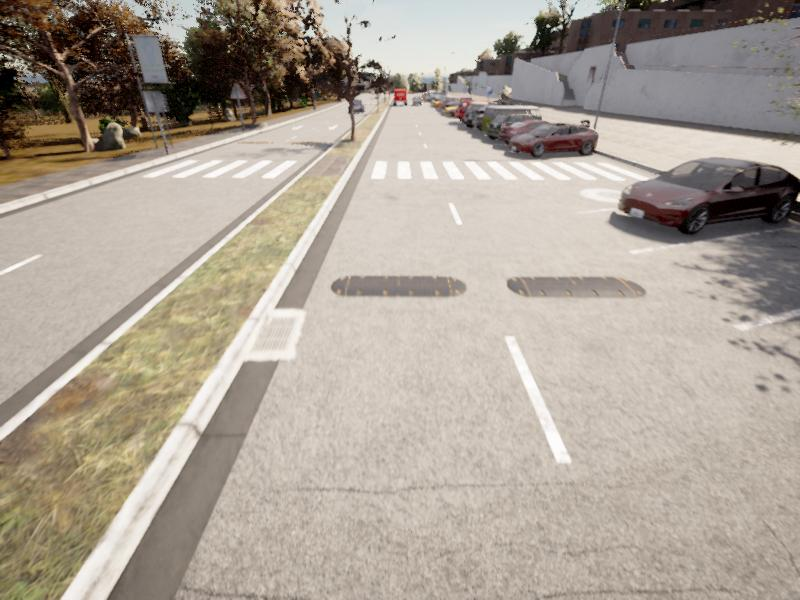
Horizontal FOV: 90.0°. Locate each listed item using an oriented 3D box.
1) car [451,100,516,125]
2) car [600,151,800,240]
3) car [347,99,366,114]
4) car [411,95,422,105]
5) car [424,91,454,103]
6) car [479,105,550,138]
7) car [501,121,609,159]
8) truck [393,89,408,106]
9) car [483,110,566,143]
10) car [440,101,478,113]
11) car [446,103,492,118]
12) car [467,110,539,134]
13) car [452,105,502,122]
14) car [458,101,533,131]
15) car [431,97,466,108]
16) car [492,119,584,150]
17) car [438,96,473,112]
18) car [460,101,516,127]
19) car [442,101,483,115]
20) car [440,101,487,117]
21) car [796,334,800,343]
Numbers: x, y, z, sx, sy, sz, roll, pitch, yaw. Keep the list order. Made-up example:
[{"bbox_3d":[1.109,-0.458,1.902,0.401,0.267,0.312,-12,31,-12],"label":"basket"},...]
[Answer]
[{"bbox_3d":[8.140,-18.476,39.336,5.566,2.045,2.435,-9,29,-18],"label":"car"},{"bbox_3d":[8.057,-2.835,10.349,4.792,1.488,2.163,-9,30,-18],"label":"car"},{"bbox_3d":[-5.749,-26.078,53.804,2.033,1.649,4.856,0,28,0],"label":"car"},{"bbox_3d":[3.074,-36.499,73.067,1.845,1.501,3.633,0,29,0],"label":"car"},{"bbox_3d":[8.184,-42.632,83.936,5.566,2.045,2.435,-9,30,-18],"label":"car"},{"bbox_3d":[8.212,-12.888,28.825,4.442,1.987,1.878,-9,29,-18],"label":"car"},{"bbox_3d":[8.067,-8.446,20.963,4.792,1.488,2.163,-9,30,-18],"label":"car"},{"bbox_3d":[0.075,-36.911,72.845,2.627,2.467,5.204,0,29,0],"label":"truck"},{"bbox_3d":[8.070,-11.383,26.187,4.553,1.767,2.185,-9,29,-18],"label":"car"},{"bbox_3d":[8.119,-26.665,55.251,4.674,1.452,2.002,-9,30,-18],"label":"car"},{"bbox_3d":[8.089,-22.424,47.349,4.792,1.488,2.163,-9,30,-18],"label":"car"},{"bbox_3d":[8.096,-14.063,31.529,4.892,1.521,2.231,-9,29,-18],"label":"car"},{"bbox_3d":[8.108,-19.613,42.096,4.674,1.452,2.002,-9,29,-18],"label":"car"},{"bbox_3d":[8.084,-15.673,34.035,5.566,2.045,2.435,-9,30,-18],"label":"car"},{"bbox_3d":[7.961,-32.384,65.653,5.366,1.575,1.946,-9,31,-18],"label":"car"},{"bbox_3d":[8.090,-9.847,23.637,4.674,1.452,2.002,-9,29,-18],"label":"car"},{"bbox_3d":[8.023,-28.296,57.703,4.442,1.987,1.878,-9,31,-18],"label":"car"},{"bbox_3d":[8.003,-17.032,36.657,4.442,1.987,1.878,-9,30,-18],"label":"car"},{"bbox_3d":[8.148,-25.259,52.633,4.792,1.488,2.163,-9,30,-18],"label":"car"},{"bbox_3d":[7.947,-23.838,49.912,5.366,1.575,1.946,-9,30,-18],"label":"car"},{"bbox_3d":[8.250,-0.095,5.097,5.366,1.575,1.946,-9,29,-18],"label":"car"}]
